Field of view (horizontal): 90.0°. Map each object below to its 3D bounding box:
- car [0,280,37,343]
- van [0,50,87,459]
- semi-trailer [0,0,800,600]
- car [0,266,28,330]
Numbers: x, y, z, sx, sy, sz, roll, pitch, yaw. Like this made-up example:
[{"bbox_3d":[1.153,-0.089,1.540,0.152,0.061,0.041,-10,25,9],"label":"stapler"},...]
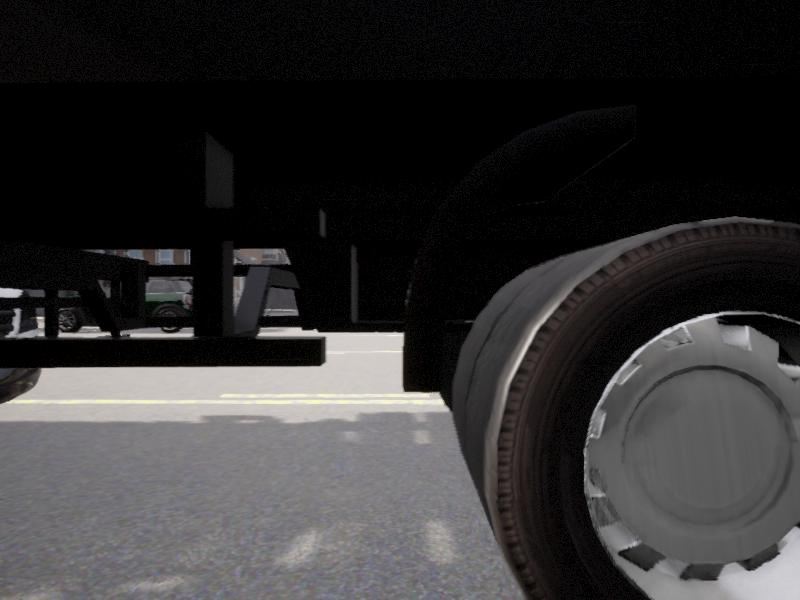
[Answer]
[{"bbox_3d":[-11.510,0.251,9.198,4.674,1.442,1.812,0,0,0],"label":"car"},{"bbox_3d":[-5.464,-0.287,2.213,5.915,2.561,1.988,0,0,0],"label":"van"},{"bbox_3d":[4.628,-1.214,2.176,14.254,4.402,2.717,0,0,0],"label":"semi-trailer"},{"bbox_3d":[-15.590,-0.056,12.687,5.566,2.045,2.150,0,0,0],"label":"car"}]
